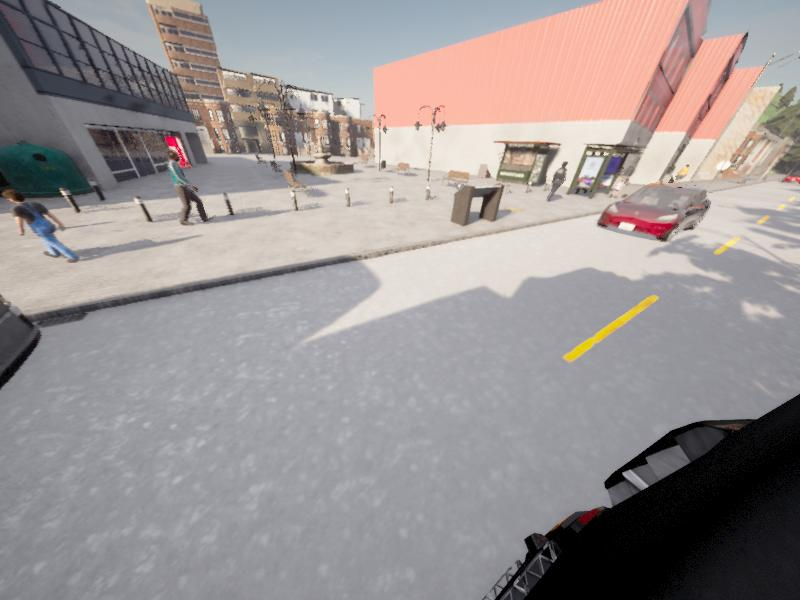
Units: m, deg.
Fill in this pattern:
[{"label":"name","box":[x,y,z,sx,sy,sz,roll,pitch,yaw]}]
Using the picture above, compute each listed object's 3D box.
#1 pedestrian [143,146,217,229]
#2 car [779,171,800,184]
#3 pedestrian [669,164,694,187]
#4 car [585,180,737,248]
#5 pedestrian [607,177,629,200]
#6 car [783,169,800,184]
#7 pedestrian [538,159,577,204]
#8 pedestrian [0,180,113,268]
[{"label":"pedestrian","box":[-5.726,-2.976,6.174,0.751,1.860,0.751,-17,39,-28]},{"label":"car","box":[63.130,-19.531,36.825,4.514,1.525,2.007,-17,38,-27]},{"label":"pedestrian","box":[26.927,-11.957,22.116,0.751,1.860,0.751,-22,41,-32]},{"label":"car","box":[9.378,-3.316,8.328,4.792,1.488,2.163,-17,38,-27]},{"label":"pedestrian","box":[12.739,-6.530,13.542,0.500,1.100,0.500,22,38,26]},{"label":"car","box":[71.093,-21.958,41.024,5.566,2.045,2.150,-17,38,-27]},{"label":"pedestrian","box":[7.778,-5.854,11.458,0.751,1.860,0.751,-15,38,-25]},{"label":"pedestrian","box":[-6.253,-1.333,4.080,0.751,1.300,0.751,0,34,-4]}]
